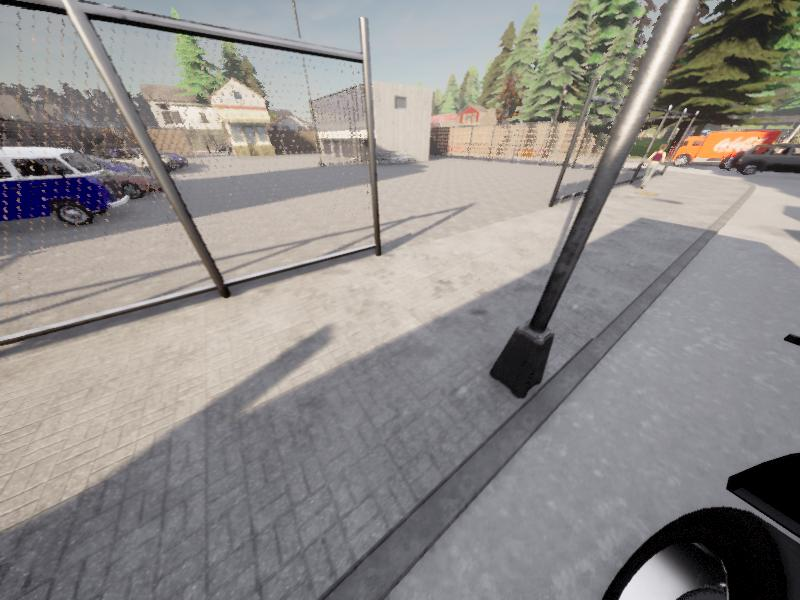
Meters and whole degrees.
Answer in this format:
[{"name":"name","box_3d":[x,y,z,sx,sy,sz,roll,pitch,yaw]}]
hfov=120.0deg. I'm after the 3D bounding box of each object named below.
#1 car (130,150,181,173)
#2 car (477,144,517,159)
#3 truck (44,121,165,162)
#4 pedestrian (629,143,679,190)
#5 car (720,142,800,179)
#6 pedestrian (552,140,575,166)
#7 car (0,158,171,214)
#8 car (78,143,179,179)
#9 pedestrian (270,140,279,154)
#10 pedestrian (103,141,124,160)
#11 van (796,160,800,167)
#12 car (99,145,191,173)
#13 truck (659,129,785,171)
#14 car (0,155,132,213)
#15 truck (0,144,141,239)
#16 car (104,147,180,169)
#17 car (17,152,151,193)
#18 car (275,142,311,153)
[{"name":"car","box_3d":[-18.876,-10.821,17.974,2.207,1.379,1.481,-22,41,-28]},{"name":"car","box_3d":[12.230,-18.916,29.362,1.816,1.474,4.193,-22,41,-28]},{"name":"truck","box_3d":[-37.459,-20.592,29.998,2.891,3.827,8.468,17,39,23]},{"name":"pedestrian","box_3d":[11.946,-6.308,10.924,0.751,1.860,0.751,-22,41,-28]},{"name":"car","box_3d":[25.088,-9.063,14.973,4.605,1.855,1.932,29,45,35]},{"name":"pedestrian","box_3d":[13.954,-12.538,19.741,0.751,1.860,0.751,-22,41,-28]},{"name":"car","box_3d":[-13.157,-4.712,9.321,5.357,1.415,2.033,-22,41,-28]},{"name":"car","box_3d":[-18.347,-9.686,16.000,3.866,1.878,1.905,-22,41,-28]},{"name":"pedestrian","box_3d":[-19.507,-23.816,35.939,0.751,1.860,0.751,-20,40,-26]},{"name":"pedestrian","box_3d":[-33.940,-17.722,27.392,0.751,1.860,0.751,-30,45,-35]},{"name":"van","box_3d":[37.606,-13.175,20.150,5.915,2.561,1.988,-22,41,-28]},{"name":"car","box_3d":[-20.597,-11.706,19.058,4.611,1.667,2.242,-22,41,-28]},{"name":"truck","box_3d":[25.665,-12.184,18.834,2.627,2.467,5.204,-25,40,-31]},{"name":"car","box_3d":[-13.157,-4.930,9.507,1.789,1.547,3.705,-22,41,-28]},{"name":"truck","box_3d":[-11.025,-3.047,6.408,4.478,2.038,2.069,-22,41,-28]},{"name":"car","box_3d":[-23.018,-12.898,20.881,4.193,1.474,1.816,-22,41,-28]},{"name":"car","box_3d":[-16.176,-6.829,12.233,3.633,1.501,1.845,-22,41,-28]},{"name":"car","box_3d":[-19.146,-27.405,41.489,5.366,1.575,1.801,-22,41,-28]}]
